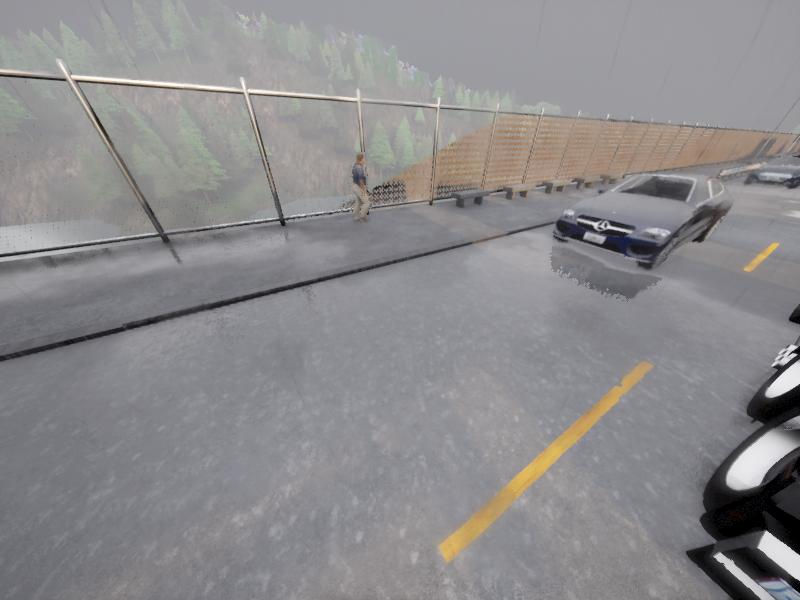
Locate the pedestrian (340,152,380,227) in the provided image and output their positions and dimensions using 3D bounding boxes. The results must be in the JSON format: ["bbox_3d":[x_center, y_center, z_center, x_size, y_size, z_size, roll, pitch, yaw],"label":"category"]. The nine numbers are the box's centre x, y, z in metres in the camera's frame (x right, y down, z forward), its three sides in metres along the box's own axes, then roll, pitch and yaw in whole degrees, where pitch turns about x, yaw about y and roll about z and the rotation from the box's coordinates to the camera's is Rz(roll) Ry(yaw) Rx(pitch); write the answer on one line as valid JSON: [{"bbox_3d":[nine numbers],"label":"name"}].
[{"bbox_3d":[-1.145,-3.247,6.803,0.751,1.860,0.751,-17,38,-23],"label":"pedestrian"}]

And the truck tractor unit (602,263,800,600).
[{"bbox_3d":[5.108,-0.304,0.785,6.516,4.208,3.053,-18,39,-24],"label":"truck tractor unit"}]

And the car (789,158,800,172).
[{"bbox_3d":[38.093,-12.610,20.905,4.611,1.667,2.242,-20,40,-27],"label":"car"}]

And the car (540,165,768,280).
[{"bbox_3d":[6.448,-2.319,5.953,5.027,1.651,2.152,-18,39,-24],"label":"car"}]

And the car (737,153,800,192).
[{"bbox_3d":[23.188,-7.789,13.919,4.856,1.649,2.033,-18,39,-24],"label":"car"}]

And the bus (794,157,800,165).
[{"bbox_3d":[51.578,-18.060,26.563,10.273,4.253,3.944,-18,39,-24],"label":"bus"}]
